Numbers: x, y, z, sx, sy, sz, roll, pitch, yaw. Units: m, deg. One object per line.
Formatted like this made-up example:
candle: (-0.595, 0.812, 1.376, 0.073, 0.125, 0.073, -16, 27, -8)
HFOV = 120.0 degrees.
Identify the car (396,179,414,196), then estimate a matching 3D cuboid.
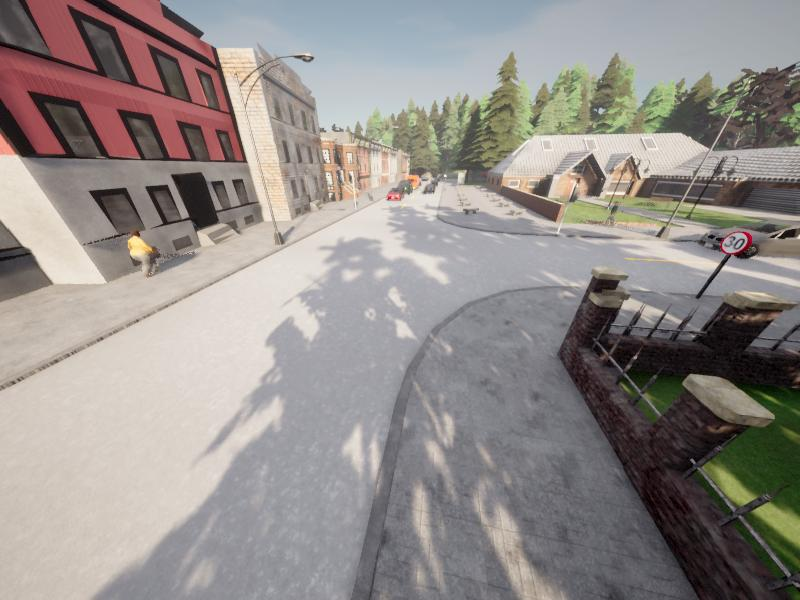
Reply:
car: (0.881, -19.039, 38.936, 2.150, 2.045, 5.566, 5, 30, 9)

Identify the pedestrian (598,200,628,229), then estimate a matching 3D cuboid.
pedestrian: (15.028, -6.051, 16.353, 0.751, 1.860, 0.751, 8, 31, 13)

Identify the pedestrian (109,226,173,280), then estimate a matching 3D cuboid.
pedestrian: (-10.086, -1.838, 9.072, 0.751, 1.860, 0.751, 6, 30, 10)

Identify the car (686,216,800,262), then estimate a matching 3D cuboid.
car: (18.859, -3.159, 11.807, 4.611, 1.667, 2.242, 5, 30, 9)

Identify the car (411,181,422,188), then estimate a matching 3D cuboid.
car: (3.962, -27.135, 54.139, 1.895, 1.301, 4.718, 5, 30, 9)

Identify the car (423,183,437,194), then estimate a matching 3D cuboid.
car: (5.316, -19.773, 40.860, 2.033, 1.411, 5.357, 5, 30, 9)

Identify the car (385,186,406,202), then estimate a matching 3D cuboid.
car: (-0.536, -14.777, 32.073, 2.007, 1.525, 4.514, 5, 30, 9)

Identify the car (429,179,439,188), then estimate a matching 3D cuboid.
car: (7.756, -26.633, 52.734, 1.837, 1.490, 4.892, 4, 31, 9)

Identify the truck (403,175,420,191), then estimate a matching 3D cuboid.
truck: (2.384, -23.415, 46.089, 2.627, 2.467, 5.204, 5, 31, 9)

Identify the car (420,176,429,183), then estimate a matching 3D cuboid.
car: (7.760, -37.838, 72.505, 2.163, 1.488, 4.792, 5, 30, 9)
